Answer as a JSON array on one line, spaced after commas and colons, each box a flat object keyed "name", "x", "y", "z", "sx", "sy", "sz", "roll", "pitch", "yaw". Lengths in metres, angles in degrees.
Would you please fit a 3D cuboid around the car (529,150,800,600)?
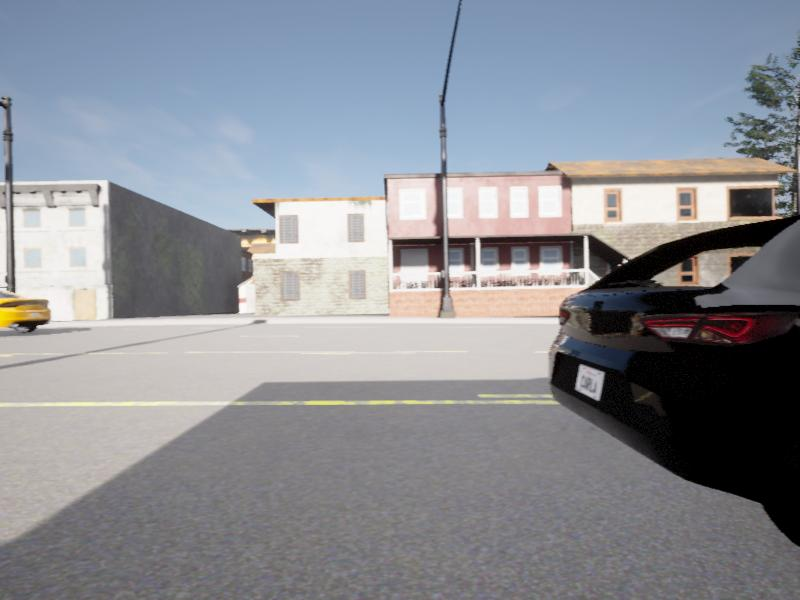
[{"name": "car", "x": 3.113, "y": 0.261, "z": 2.230, "sx": 4.193, "sy": 1.474, "sz": 1.816, "roll": 0, "pitch": 0, "yaw": -1}]

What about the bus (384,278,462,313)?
[{"name": "bus", "x": 2.869, "y": -0.546, "z": 53.244, "sx": 3.944, "sy": 4.253, "sz": 10.273, "roll": -2, "pitch": 1, "yaw": -44}]

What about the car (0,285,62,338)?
[{"name": "car", "x": -13.903, "y": 0.368, "z": 12.505, "sx": 5.008, "sy": 1.535, "sz": 1.882, "roll": -1, "pitch": 0, "yaw": -1}]
